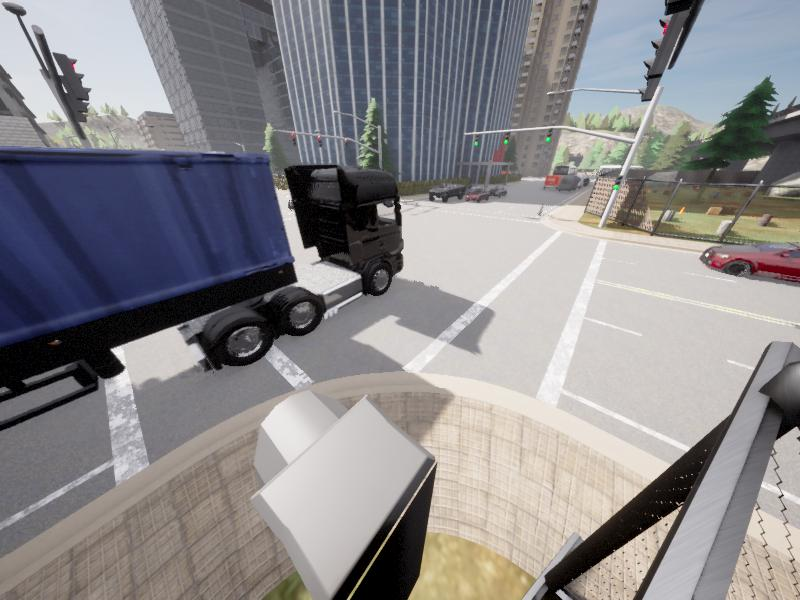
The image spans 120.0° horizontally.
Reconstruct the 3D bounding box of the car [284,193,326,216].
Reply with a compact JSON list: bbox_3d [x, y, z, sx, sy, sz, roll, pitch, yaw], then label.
[{"bbox_3d":[-9.666,-9.802,23.457,2.007,1.525,4.514,-26,39,-38],"label":"car"}]

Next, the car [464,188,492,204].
[{"bbox_3d":[10.164,-13.647,30.058,1.816,1.474,4.193,23,37,34],"label":"car"}]

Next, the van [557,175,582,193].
[{"bbox_3d":[30.945,-21.264,42.180,1.988,2.561,5.915,25,38,37],"label":"van"}]

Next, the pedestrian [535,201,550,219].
[{"bbox_3d":[12.466,-7.865,20.169,0.751,1.300,0.751,16,34,26],"label":"pedestrian"}]

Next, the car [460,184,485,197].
[{"bbox_3d":[11.378,-17.082,36.037,1.812,1.442,4.674,23,37,34],"label":"car"}]

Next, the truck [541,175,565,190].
[{"bbox_3d":[30.920,-23.734,46.528,2.627,2.467,5.204,23,37,34],"label":"truck"}]

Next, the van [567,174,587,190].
[{"bbox_3d":[36.526,-24.377,47.580,1.988,2.561,5.915,23,37,34],"label":"van"}]

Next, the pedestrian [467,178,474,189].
[{"bbox_3d":[13.955,-23.004,45.525,0.751,1.860,0.751,-22,36,-33],"label":"pedestrian"}]

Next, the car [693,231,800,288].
[{"bbox_3d":[15.599,-1.582,9.377,4.181,1.385,1.994,23,37,34],"label":"car"}]

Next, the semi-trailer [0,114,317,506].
[{"bbox_3d":[-7.893,1.298,1.232,2.717,4.402,14.254,23,37,34],"label":"semi-trailer"}]

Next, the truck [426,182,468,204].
[{"bbox_3d":[6.327,-14.354,30.659,2.390,2.098,6.274,23,37,34],"label":"truck"}]

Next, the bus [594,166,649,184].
[{"bbox_3d":[63.067,-36.051,66.188,10.273,4.253,3.944,23,37,34],"label":"bus"}]

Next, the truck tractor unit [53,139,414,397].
[{"bbox_3d":[-2.820,-1.646,6.551,3.053,4.208,6.516,22,37,34],"label":"truck tractor unit"}]

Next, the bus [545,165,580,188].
[{"bbox_3d":[36.990,-28.217,52.516,3.944,4.253,10.273,23,37,34],"label":"bus"}]

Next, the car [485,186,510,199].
[{"bbox_3d":[14.654,-16.286,34.735,1.994,1.385,4.181,22,37,33],"label":"car"}]
